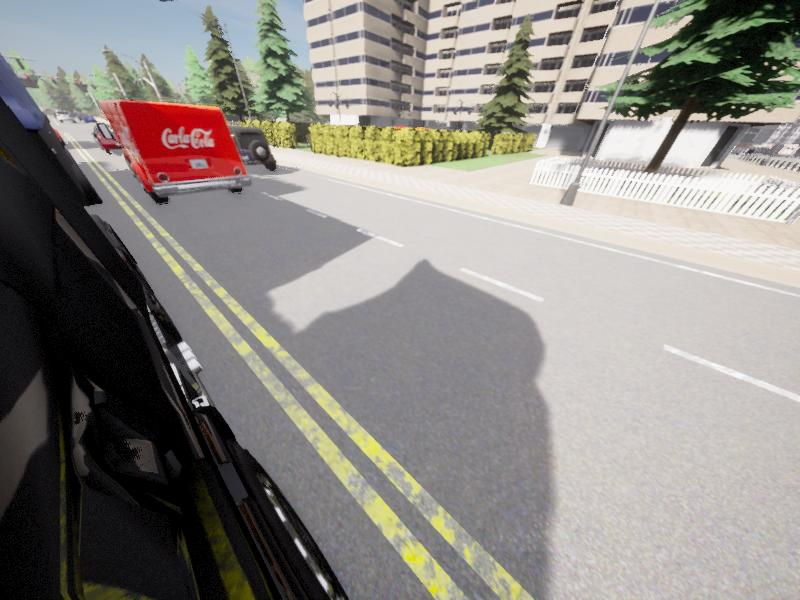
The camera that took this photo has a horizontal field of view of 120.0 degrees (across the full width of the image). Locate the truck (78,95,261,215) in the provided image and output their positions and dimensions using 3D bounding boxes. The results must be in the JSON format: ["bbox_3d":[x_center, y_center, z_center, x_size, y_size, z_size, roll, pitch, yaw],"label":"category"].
[{"bbox_3d":[-7.614,-4.983,7.735,5.204,2.467,2.627,28,44,30],"label":"truck"}]

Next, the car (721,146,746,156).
[{"bbox_3d":[75.948,-34.026,52.679,2.038,1.542,4.974,28,44,30],"label":"car"}]

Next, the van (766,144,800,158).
[{"bbox_3d":[92.981,-36.228,56.033,2.351,2.431,6.366,28,44,30],"label":"van"}]

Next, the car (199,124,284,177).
[{"bbox_3d":[-8.107,-7.756,11.879,3.866,1.878,1.905,28,44,30],"label":"car"}]

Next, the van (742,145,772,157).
[{"bbox_3d":[78.932,-32.971,51.100,2.069,2.038,4.480,28,44,30],"label":"van"}]

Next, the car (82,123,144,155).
[{"bbox_3d":[-19.623,-11.042,15.795,3.633,1.501,1.845,28,44,30],"label":"car"}]

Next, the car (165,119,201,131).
[{"bbox_3d":[-41.453,-33.428,44.177,2.007,1.525,4.514,28,44,30],"label":"car"}]

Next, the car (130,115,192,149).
[{"bbox_3d":[-20.811,-14.635,20.073,5.566,2.045,2.150,28,44,30],"label":"car"}]

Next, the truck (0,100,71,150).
[{"bbox_3d":[-25.507,-11.816,15.699,5.204,2.467,2.627,27,43,31],"label":"truck"}]

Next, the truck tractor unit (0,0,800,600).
[{"bbox_3d":[-2.645,-0.295,0.351,6.516,4.208,3.053,28,44,30],"label":"truck tractor unit"}]

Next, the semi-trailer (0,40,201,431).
[{"bbox_3d":[-8.692,-3.620,4.219,14.254,4.402,2.717,28,43,30],"label":"semi-trailer"}]

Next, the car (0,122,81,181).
[{"bbox_3d":[-15.848,-6.326,9.649,4.611,1.667,2.242,28,43,30],"label":"car"}]

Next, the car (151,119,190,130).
[{"bbox_3d":[-44.830,-34.365,45.240,2.163,1.488,4.792,28,44,30],"label":"car"}]
